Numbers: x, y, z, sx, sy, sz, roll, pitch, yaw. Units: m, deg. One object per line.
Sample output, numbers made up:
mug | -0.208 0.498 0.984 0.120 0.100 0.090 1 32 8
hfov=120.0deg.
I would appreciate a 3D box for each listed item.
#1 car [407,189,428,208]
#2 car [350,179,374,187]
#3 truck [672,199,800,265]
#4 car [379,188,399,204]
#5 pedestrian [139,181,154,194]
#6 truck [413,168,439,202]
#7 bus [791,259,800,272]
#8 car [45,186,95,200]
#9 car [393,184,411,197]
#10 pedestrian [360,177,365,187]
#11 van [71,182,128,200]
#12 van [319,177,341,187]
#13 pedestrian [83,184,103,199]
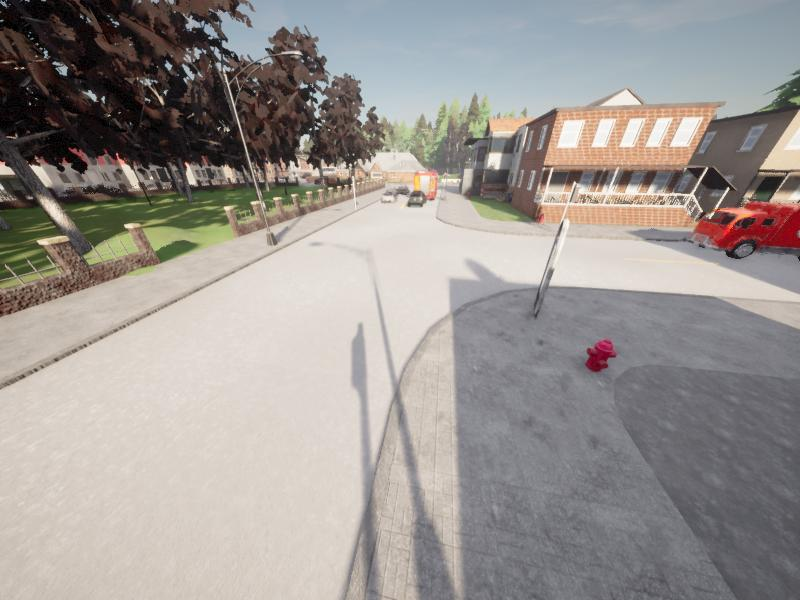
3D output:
car | 2.108 -12.004 27.190 1.851 1.617 3.988 7 31 12
car | -9.230 -28.386 56.070 5.366 1.575 1.801 5 30 9
truck | 18.398 -3.413 11.468 5.204 2.467 2.627 7 31 11
car | -1.281 -13.276 29.471 1.845 1.501 3.633 4 30 7
pedestrian | -40.662 -17.983 37.036 0.751 1.860 0.751 5 30 9
truck | 3.886 -16.816 33.308 2.891 3.827 8.468 5 30 9
bus | 22.569 -1.914 7.074 10.273 4.253 3.944 4 30 8
car | -50.030 -16.334 35.169 1.845 1.501 3.633 5 30 9
car | 0.387 -17.704 37.277 2.033 1.411 5.357 5 30 8
pedestrian | -8.277 -26.196 51.264 0.751 1.860 0.751 9 31 15
van | -45.880 -16.788 35.489 2.069 2.038 4.480 5 30 9
van | -17.296 -29.293 57.193 4.442 1.987 1.775 5 30 9
pedestrian | -41.821 -14.772 31.474 0.751 1.860 0.751 5 30 9
